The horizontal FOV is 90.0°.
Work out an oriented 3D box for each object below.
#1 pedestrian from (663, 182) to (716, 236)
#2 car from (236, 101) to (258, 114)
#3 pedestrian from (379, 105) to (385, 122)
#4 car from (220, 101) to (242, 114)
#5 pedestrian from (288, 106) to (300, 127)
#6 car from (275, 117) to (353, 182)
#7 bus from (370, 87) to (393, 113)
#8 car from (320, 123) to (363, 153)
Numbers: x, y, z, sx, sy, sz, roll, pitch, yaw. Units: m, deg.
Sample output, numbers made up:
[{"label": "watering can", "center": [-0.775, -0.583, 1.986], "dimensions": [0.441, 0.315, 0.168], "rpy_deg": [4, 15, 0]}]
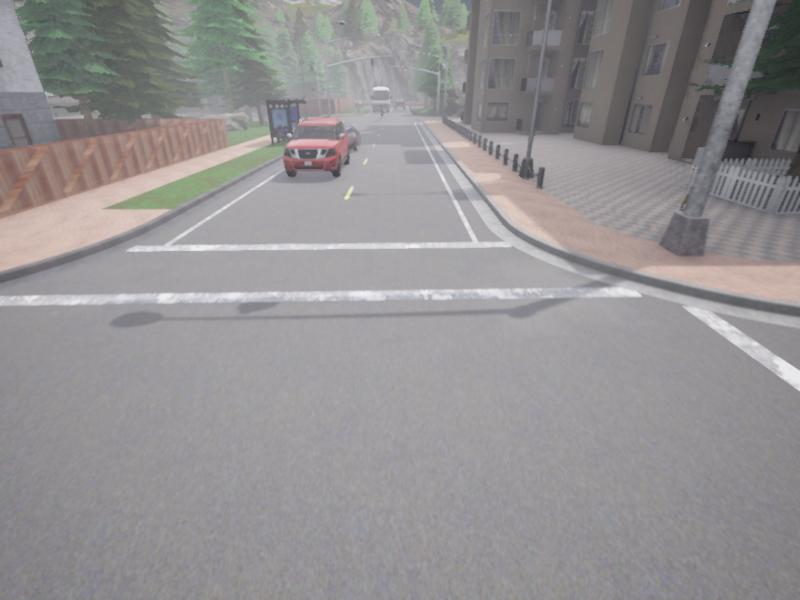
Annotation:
[{"label": "pedestrian", "center": [6.571, -2.073, 9.112], "dimensions": [0.500, 1.100, 0.500], "rpy_deg": [-2, 27, -5]}, {"label": "car", "center": [-25.025, -31.559, 65.583], "dimensions": [1.932, 1.855, 4.605], "rpy_deg": [-1, 27, -1]}, {"label": "pedestrian", "center": [-2.197, -22.900, 49.095], "dimensions": [0.751, 1.860, 0.751], "rpy_deg": [1, 27, 1]}, {"label": "car", "center": [-27.530, -31.356, 65.185], "dimensions": [1.905, 1.878, 3.866], "rpy_deg": [-1, 27, -1]}, {"label": "pedestrian", "center": [-10.278, -17.760, 38.734], "dimensions": [0.751, 1.860, 0.751], "rpy_deg": [-1, 27, -3]}, {"label": "car", "center": [-3.500, -6.771, 17.553], "dimensions": [2.150, 2.045, 5.566], "rpy_deg": [0, 27, 0]}, {"label": "bus", "center": [-3.384, -38.073, 76.055], "dimensions": [3.944, 4.253, 10.273], "rpy_deg": [0, 27, 0]}, {"label": "car", "center": [-3.502, -10.124, 24.820], "dimensions": [1.994, 1.385, 4.181], "rpy_deg": [0, 27, 0]}]
